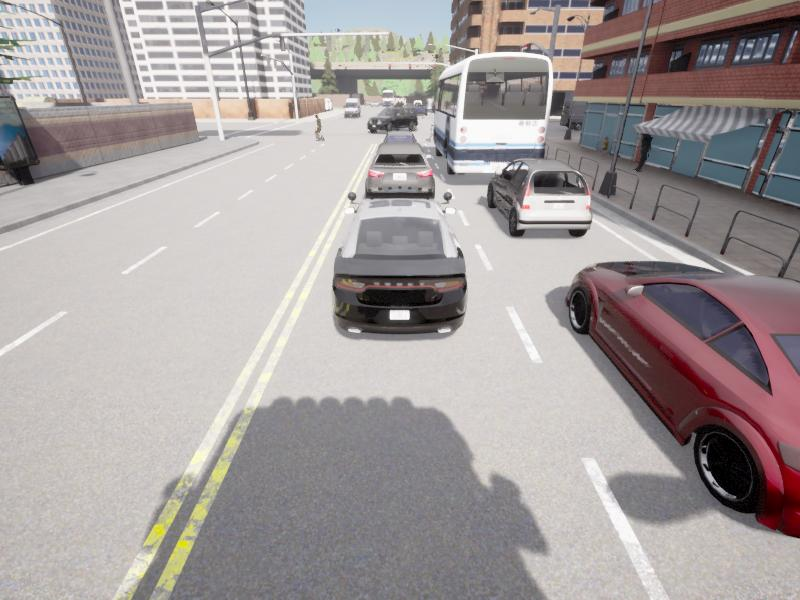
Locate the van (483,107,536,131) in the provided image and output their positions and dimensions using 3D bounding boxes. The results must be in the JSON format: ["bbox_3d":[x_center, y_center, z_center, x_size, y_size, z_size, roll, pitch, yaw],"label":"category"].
[{"bbox_3d":[10.386,-17.335,38.241,4.442,1.987,1.775,0,27,0],"label":"van"}]

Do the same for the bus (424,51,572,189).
[{"bbox_3d":[3.380,-8.229,18.011,3.944,4.253,10.273,0,27,0],"label":"bus"}]

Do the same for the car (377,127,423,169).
[{"bbox_3d":[0.002,-7.805,20.314,2.033,1.411,5.357,0,27,0],"label":"car"}]

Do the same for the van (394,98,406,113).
[{"bbox_3d":[0.001,-38.259,78.532,2.351,2.431,6.366,0,27,0],"label":"van"}]

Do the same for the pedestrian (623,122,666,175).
[{"bbox_3d":[9.783,-6.074,16.043,0.751,1.860,0.751,-13,30,-24],"label":"pedestrian"}]

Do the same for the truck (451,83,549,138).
[{"bbox_3d":[8.455,-16.071,33.765,8.468,3.827,2.891,-19,33,-33],"label":"truck"}]

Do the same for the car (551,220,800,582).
[{"bbox_3d":[3.521,0.391,4.367,1.994,1.385,4.181,-1,27,-2],"label":"car"}]

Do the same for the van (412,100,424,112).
[{"bbox_3d":[3.499,-38.504,79.451,2.069,2.038,4.480,0,27,0],"label":"van"}]

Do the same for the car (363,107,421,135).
[{"bbox_3d":[-0.576,-15.917,35.414,2.150,2.045,5.566,18,32,31],"label":"car"}]

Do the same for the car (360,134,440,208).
[{"bbox_3d":[0.001,-4.559,13.685,2.242,1.667,4.611,0,27,0],"label":"car"}]

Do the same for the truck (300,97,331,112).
[{"bbox_3d":[-16.167,-37.538,76.788,5.204,2.467,2.615,0,27,0],"label":"truck"}]

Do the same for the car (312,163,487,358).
[{"bbox_3d":[-0.002,-1.177,7.125,1.930,1.638,5.238,0,27,0],"label":"car"}]

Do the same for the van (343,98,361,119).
[{"bbox_3d":[-7.005,-28.402,59.208,1.988,2.561,5.915,0,27,0],"label":"van"}]

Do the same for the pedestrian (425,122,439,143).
[{"bbox_3d":[2.236,-11.873,28.293,0.751,1.300,0.751,10,29,18],"label":"pedestrian"}]

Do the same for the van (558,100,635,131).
[{"bbox_3d":[18.500,-17.523,38.000,5.915,2.561,1.988,0,27,0],"label":"van"}]

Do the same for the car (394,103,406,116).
[{"bbox_3d":[-0.001,-31.007,64.995,1.905,1.878,3.866,0,27,0],"label":"car"}]

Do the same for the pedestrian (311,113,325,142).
[{"bbox_3d":[-5.783,-12.202,28.321,0.751,1.860,0.751,-1,27,-2],"label":"pedestrian"}]

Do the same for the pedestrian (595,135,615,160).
[{"bbox_3d":[10.044,-7.475,19.644,0.500,1.100,0.500,1,27,1],"label":"pedestrian"}]

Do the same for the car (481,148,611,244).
[{"bbox_3d":[3.503,-2.903,10.527,1.851,1.617,3.988,0,27,0],"label":"car"}]
